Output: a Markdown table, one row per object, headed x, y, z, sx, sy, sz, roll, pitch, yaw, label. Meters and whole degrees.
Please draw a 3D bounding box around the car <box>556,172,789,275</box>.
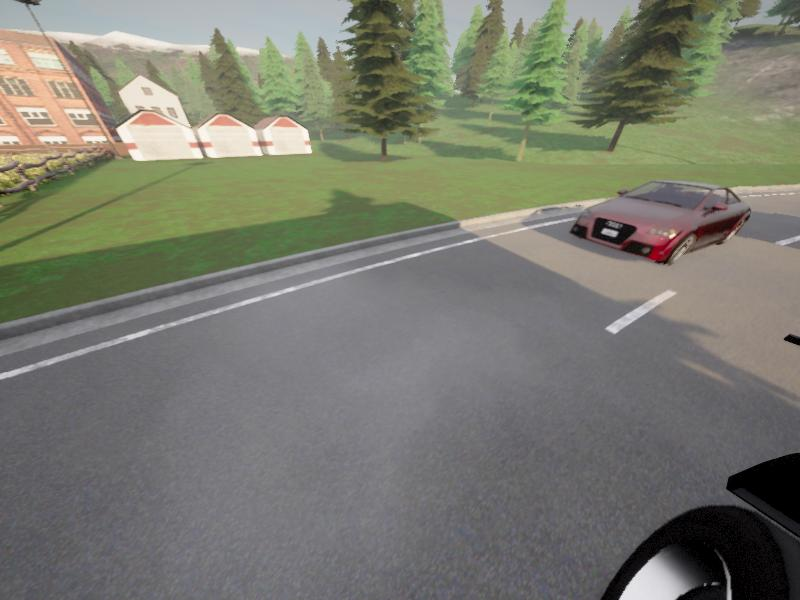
| x | y | z | sx | sy | sz | roll | pitch | yaw | label |
| --- | --- | --- | --- | --- | --- | --- | --- | --- | --- |
| 6.408 | -2.096 | 5.617 | 4.181 | 1.385 | 1.994 | -15 | 38 | -20 | car |
